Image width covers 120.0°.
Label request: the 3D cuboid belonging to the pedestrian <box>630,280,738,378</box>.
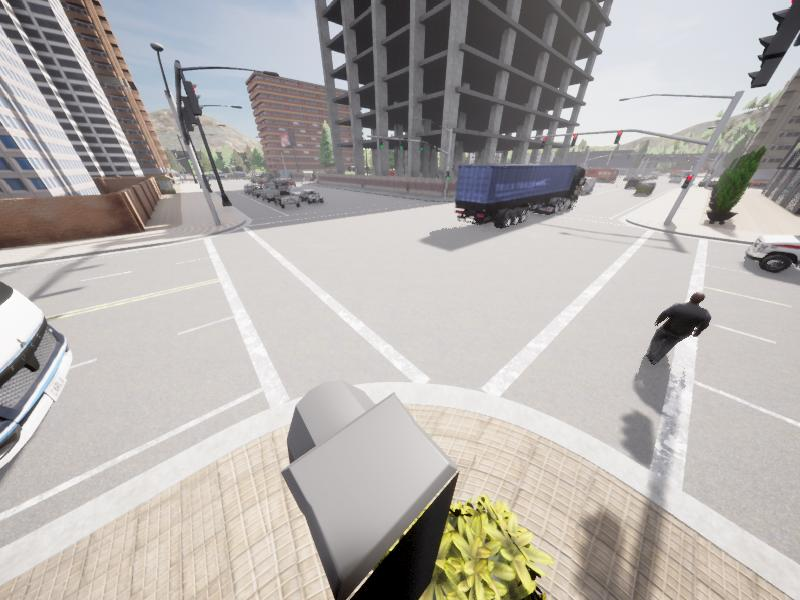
[{"bbox_3d":[5.959,0.630,5.007,0.751,1.860,0.751,26,39,37],"label":"pedestrian"}]

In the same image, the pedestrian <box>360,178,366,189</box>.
[{"bbox_3d":[-7.219,-22.471,44.713,0.751,1.860,0.751,-21,36,-32],"label":"pedestrian"}]

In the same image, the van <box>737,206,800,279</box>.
[{"bbox_3d":[18.416,-1.650,8.435,2.351,2.431,6.366,-23,37,-34],"label":"van"}]

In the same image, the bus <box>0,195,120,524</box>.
[{"bbox_3d":[-9.885,1.753,0.719,10.273,4.253,3.944,-23,37,-34],"label":"bus"}]

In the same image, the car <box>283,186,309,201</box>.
[{"bbox_3d":[-14.901,-15.280,33.028,1.812,1.442,4.674,-22,37,-34],"label":"car"}]

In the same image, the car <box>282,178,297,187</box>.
[{"bbox_3d":[-25.844,-27.431,53.964,1.789,1.549,3.705,-23,37,-34],"label":"car"}]

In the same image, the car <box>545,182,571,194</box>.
[{"bbox_3d":[27.903,-19.813,40.743,5.366,1.575,1.801,-23,37,-34],"label":"car"}]

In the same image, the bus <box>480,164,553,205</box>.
[{"bbox_3d":[15.792,-15.784,31.093,10.273,4.253,3.944,-23,37,-34],"label":"bus"}]

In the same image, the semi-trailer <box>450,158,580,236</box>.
[{"bbox_3d":[10.019,-8.925,19.044,14.254,4.402,2.717,-23,37,-34],"label":"semi-trailer"}]

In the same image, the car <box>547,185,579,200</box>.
[{"bbox_3d":[23.938,-15.821,33.898,4.902,1.511,2.128,-23,37,-34],"label":"car"}]

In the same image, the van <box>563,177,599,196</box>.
[{"bbox_3d":[29.749,-18.670,37.915,6.366,2.431,2.351,-23,37,-34],"label":"van"}]

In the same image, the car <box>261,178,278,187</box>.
[{"bbox_3d":[-30.602,-27.593,54.171,2.033,1.649,4.856,-22,37,-34],"label":"car"}]

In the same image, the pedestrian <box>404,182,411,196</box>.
[{"bbox_3d":[1.163,-17.065,35.353,0.751,1.860,0.751,-20,36,-31],"label":"pedestrian"}]

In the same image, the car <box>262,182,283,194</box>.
[{"bbox_3d":[-22.848,-20.105,41.335,1.837,1.490,4.892,-22,37,-33],"label":"car"}]

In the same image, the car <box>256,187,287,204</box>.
[{"bbox_3d":[-17.016,-13.831,30.482,2.163,1.488,4.792,-23,37,-34],"label":"car"}]

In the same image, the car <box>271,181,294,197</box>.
[{"bbox_3d":[-18.776,-17.815,36.971,1.905,1.878,3.866,-23,37,-34],"label":"car"}]

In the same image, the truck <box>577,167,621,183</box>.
[{"bbox_3d":[57.128,-36.169,66.731,2.891,3.827,8.468,-13,33,-21],"label":"truck"}]

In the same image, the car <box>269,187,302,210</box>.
[{"bbox_3d":[-13.065,-11.646,26.299,1.932,1.855,4.605,-21,36,-32],"label":"car"}]

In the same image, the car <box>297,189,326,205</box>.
[{"bbox_3d":[-11.249,-13.098,29.215,1.970,1.475,3.806,-22,37,-33],"label":"car"}]

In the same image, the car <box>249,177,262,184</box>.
[{"bbox_3d":[-40.285,-33.388,64.336,2.007,1.525,4.514,-22,37,-34],"label":"car"}]

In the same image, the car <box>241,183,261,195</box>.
[{"bbox_3d":[-25.067,-18.693,38.909,1.816,1.474,4.193,-22,37,-34],"label":"car"}]

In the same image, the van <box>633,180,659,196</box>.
[{"bbox_3d":[40.204,-18.308,37.729,4.442,1.987,1.775,-23,37,-34],"label":"van"}]

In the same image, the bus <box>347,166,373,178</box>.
[{"bbox_3d":[-16.947,-54.637,98.379,10.273,4.253,3.944,-23,37,-34],"label":"bus"}]

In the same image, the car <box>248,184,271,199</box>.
[{"bbox_3d":[-21.131,-16.369,34.750,1.851,1.617,3.988,-22,37,-34],"label":"car"}]

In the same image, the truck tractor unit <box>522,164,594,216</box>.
[{"bbox_3d":[16.073,-11.392,23.507,6.516,4.208,3.053,-23,38,-34],"label":"truck tractor unit"}]
